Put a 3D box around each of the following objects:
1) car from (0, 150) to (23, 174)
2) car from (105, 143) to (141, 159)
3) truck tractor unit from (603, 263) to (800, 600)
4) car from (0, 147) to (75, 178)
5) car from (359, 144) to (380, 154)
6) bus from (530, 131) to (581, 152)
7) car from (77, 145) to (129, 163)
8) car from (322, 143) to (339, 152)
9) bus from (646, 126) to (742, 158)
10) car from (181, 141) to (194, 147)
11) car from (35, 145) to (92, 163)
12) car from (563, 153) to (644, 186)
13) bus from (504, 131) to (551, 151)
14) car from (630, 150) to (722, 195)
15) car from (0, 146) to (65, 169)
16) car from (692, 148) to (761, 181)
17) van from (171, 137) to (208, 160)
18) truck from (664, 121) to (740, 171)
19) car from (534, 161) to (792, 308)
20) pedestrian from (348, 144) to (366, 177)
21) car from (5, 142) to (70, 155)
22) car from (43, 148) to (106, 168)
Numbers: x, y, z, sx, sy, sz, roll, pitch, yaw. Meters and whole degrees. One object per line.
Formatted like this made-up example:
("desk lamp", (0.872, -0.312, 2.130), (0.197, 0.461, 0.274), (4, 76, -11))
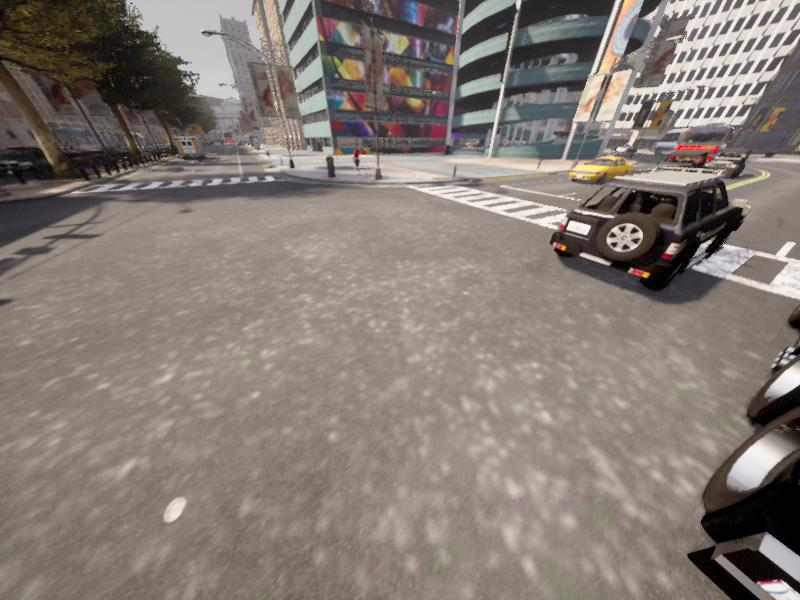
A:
("car", (-31.173, -10.050, 16.890), (1.812, 1.442, 4.674), (-18, 39, -25))
("car", (-37.588, -20.346, 31.504), (1.851, 1.617, 3.988), (-18, 39, -25))
("truck tractor unit", (5.109, -0.300, 0.797), (6.516, 4.208, 3.053), (-18, 39, -24))
("car", (-27.241, -10.193, 16.940), (2.242, 1.667, 4.611), (-18, 39, -24))
("car", (-5.826, -28.747, 43.826), (2.128, 1.511, 4.902), (-18, 39, -25))
("bus", (42.413, -43.730, 63.732), (3.944, 4.253, 10.273), (-18, 39, -25))
("car", (-34.245, -17.017, 26.831), (2.128, 1.511, 4.902), (-18, 39, -25))
("car", (-15.227, -33.287, 50.331), (2.161, 1.482, 4.786), (-18, 39, -25))
("bus", (52.752, -28.811, 42.350), (3.944, 4.253, 10.273), (2, 34, 1))
("car", (-66.429, -48.660, 72.139), (2.033, 1.411, 5.357), (-18, 39, -25))
("car", (-37.876, -16.585, 26.184), (1.837, 1.490, 4.892), (-18, 39, -25))
("car", (13.800, -8.943, 15.670), (5.366, 1.575, 1.801), (-18, 39, -25))
("bus", (34.683, -43.669, 63.559), (3.944, 4.253, 10.273), (-18, 39, -25))
("car", (15.633, -7.367, 13.148), (3.866, 1.878, 1.905), (-19, 39, -25))
("car", (-34.558, -13.365, 21.555), (2.007, 1.525, 4.514), (-18, 39, -25))
("car", (25.086, -10.510, 17.775), (3.866, 1.878, 1.905), (-19, 39, -25))
("van", (-28.690, -20.997, 31.819), (2.351, 2.431, 6.366), (-18, 39, -25))
("truck", (31.184, -16.147, 24.267), (2.891, 3.827, 8.468), (30, 44, 35))
("car", (5.529, -1.765, 4.985), (4.605, 1.855, 1.932), (-19, 39, -24))
("pedestrian", (-2.910, -9.542, 15.795), (0.751, 1.860, 0.751), (12, 37, 17))
("car", (-58.151, -24.486, 37.263), (5.366, 1.575, 1.801), (-27, 43, -34))
("car", (-30.891, -13.656, 22.152), (1.994, 1.385, 4.181), (-18, 39, -25))
